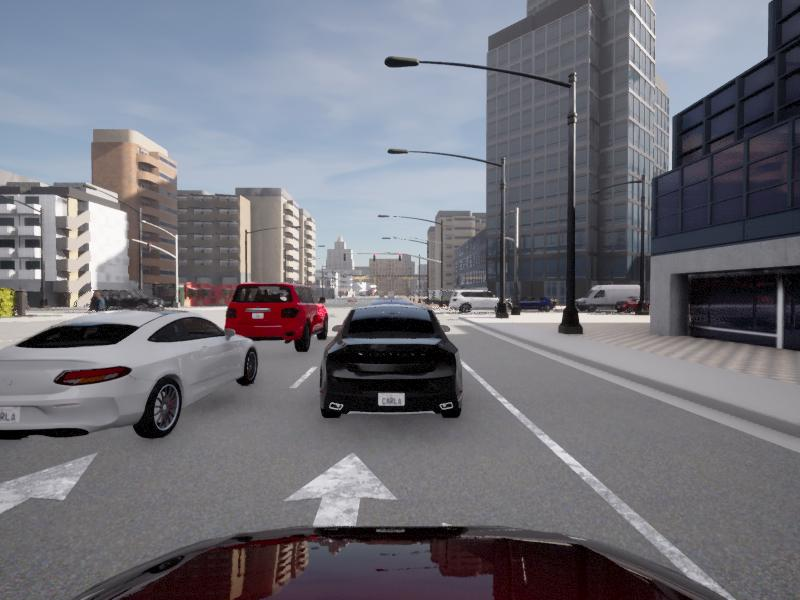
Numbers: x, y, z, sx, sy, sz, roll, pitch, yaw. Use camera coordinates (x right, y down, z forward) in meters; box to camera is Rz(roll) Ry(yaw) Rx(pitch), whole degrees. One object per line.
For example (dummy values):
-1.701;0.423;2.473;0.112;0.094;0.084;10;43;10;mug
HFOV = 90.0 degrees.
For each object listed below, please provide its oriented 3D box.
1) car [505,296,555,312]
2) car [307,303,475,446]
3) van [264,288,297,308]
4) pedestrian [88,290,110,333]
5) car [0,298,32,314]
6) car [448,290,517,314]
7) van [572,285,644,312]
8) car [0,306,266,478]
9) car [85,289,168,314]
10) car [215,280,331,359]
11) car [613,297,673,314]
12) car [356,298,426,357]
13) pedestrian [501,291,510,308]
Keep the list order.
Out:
12.427;0.376;38.379;4.193;1.474;1.816;0;1;-1;car
-0.149;0.835;6.827;1.837;1.490;4.892;0;0;-1;car
-15.145;-0.233;51.184;2.351;2.431;6.366;0;0;-1;van
-13.500;0.494;17.950;0.751;1.860;0.751;-1;1;-40;pedestrian
-34.735;0.520;34.192;4.718;1.301;1.895;0;1;-1;car
7.121;0.152;34.903;5.566;2.045;2.150;0;1;0;car
19.906;-0.155;38.479;5.915;2.561;1.988;0;1;-1;van
-3.631;0.861;5.908;1.812;1.442;4.674;0;0;-1;car
-23.369;0.144;34.376;5.566;2.045;2.150;0;1;-1;car
-3.796;0.479;13.206;2.150;2.045;5.566;0;1;-1;car
21.214;0.440;35.030;4.193;1.474;1.816;0;1;-1;car
-0.289;0.737;13.310;1.882;1.535;5.008;0;1;-1;car
11.189;-0.062;42.344;0.751;1.860;0.751;0;1;-1;pedestrian
